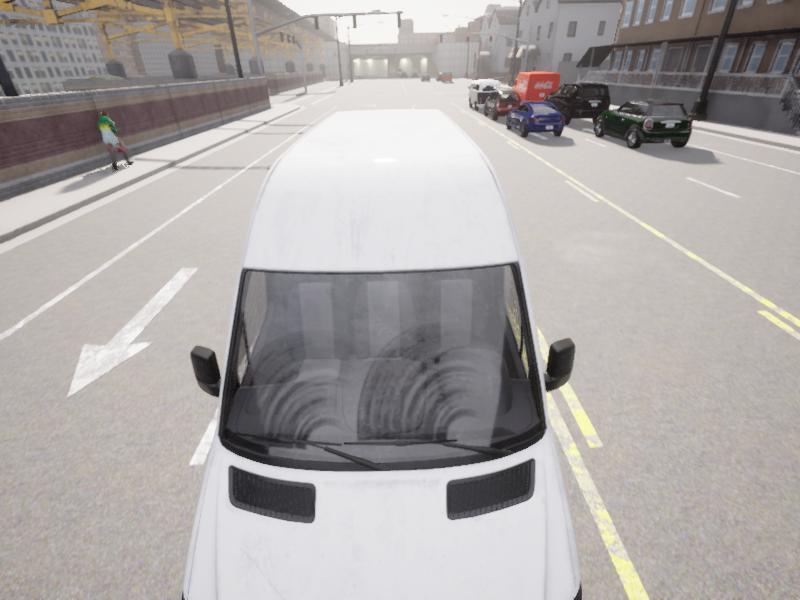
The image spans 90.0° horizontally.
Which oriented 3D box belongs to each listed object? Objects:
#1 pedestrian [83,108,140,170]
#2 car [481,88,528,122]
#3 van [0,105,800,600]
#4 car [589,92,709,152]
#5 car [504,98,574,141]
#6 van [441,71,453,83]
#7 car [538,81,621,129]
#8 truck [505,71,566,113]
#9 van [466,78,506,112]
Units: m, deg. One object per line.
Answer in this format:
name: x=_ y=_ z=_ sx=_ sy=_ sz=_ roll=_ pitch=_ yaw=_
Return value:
pedestrian: x=-9.693 y=-5.440 z=13.531 sx=0.751 sy=1.860 sz=0.751 roll=0 pitch=30 yaw=3
car: x=6.592 y=-12.566 z=25.682 sx=1.851 sy=1.617 sz=3.988 roll=-1 pitch=30 yaw=0
van: x=-0.116 y=-0.190 z=3.860 sx=1.988 sy=2.561 sz=5.915 roll=-1 pitch=30 yaw=0
car: x=10.210 y=-7.676 z=16.994 sx=2.097 sy=1.767 sz=4.553 roll=-1 pitch=30 yaw=0
car: x=6.667 y=-9.033 z=19.800 sx=1.812 sy=1.442 sz=4.674 roll=-1 pitch=30 yaw=0
van: x=9.317 y=-44.563 z=79.909 sx=1.775 sy=1.987 sz=4.442 roll=-1 pitch=30 yaw=0
car: x=10.098 y=-11.434 z=23.173 sx=2.150 sy=2.045 sz=5.566 roll=-1 pitch=30 yaw=0
truck: x=9.897 y=-15.583 z=29.856 sx=2.627 sy=2.467 sz=5.204 roll=-1 pitch=30 yaw=1
van: x=6.512 y=-15.852 z=30.874 sx=2.069 sy=2.038 sz=4.480 roll=-1 pitch=30 yaw=0
